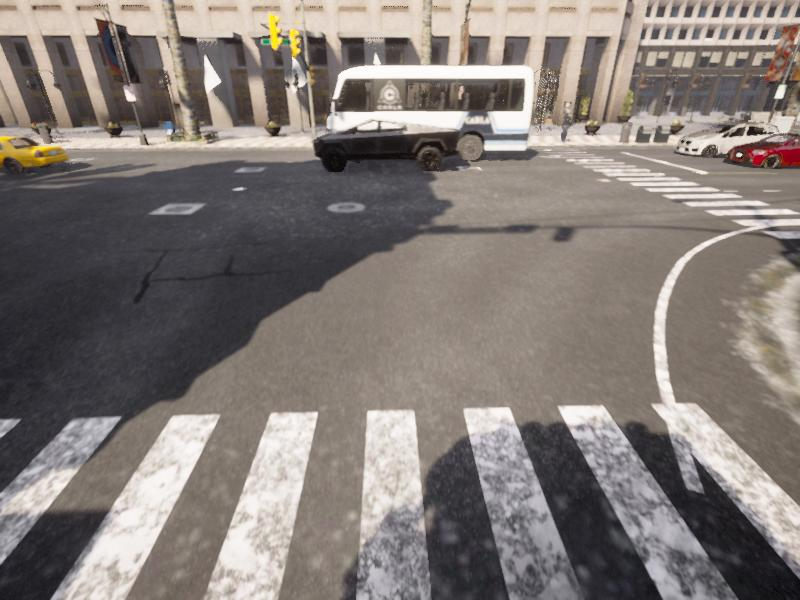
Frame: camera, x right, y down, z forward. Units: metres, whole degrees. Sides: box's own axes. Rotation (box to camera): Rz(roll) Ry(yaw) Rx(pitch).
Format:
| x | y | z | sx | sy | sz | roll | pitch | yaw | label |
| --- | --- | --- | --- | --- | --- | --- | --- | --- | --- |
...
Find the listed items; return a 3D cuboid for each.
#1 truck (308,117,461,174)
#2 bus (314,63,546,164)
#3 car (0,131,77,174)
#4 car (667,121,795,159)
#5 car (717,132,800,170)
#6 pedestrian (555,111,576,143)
| x | y | z | sx | sy | sz | roll | pitch | yaw | label |
| --- | --- | --- | --- | --- | --- | --- | --- | --- | --- |
| -0.650 | -6.959 | 17.865 | 6.274 | 2.098 | 2.390 | -1 | 27 | -1 | truck |
| 1.322 | -9.486 | 20.418 | 10.273 | 4.253 | 3.944 | -1 | 27 | -1 | bus |
| -17.869 | -6.506 | 17.647 | 5.366 | 1.575 | 1.801 | -1 | 27 | -1 | car |
| 17.508 | -8.605 | 21.432 | 4.611 | 1.667 | 2.242 | -1 | 27 | -1 | car |
| 17.621 | -6.870 | 18.390 | 4.181 | 1.385 | 1.994 | -1 | 27 | -1 | car |
| 10.712 | -11.206 | 25.937 | 0.751 | 1.860 | 0.751 | 19 | 33 | 33 | pedestrian |
